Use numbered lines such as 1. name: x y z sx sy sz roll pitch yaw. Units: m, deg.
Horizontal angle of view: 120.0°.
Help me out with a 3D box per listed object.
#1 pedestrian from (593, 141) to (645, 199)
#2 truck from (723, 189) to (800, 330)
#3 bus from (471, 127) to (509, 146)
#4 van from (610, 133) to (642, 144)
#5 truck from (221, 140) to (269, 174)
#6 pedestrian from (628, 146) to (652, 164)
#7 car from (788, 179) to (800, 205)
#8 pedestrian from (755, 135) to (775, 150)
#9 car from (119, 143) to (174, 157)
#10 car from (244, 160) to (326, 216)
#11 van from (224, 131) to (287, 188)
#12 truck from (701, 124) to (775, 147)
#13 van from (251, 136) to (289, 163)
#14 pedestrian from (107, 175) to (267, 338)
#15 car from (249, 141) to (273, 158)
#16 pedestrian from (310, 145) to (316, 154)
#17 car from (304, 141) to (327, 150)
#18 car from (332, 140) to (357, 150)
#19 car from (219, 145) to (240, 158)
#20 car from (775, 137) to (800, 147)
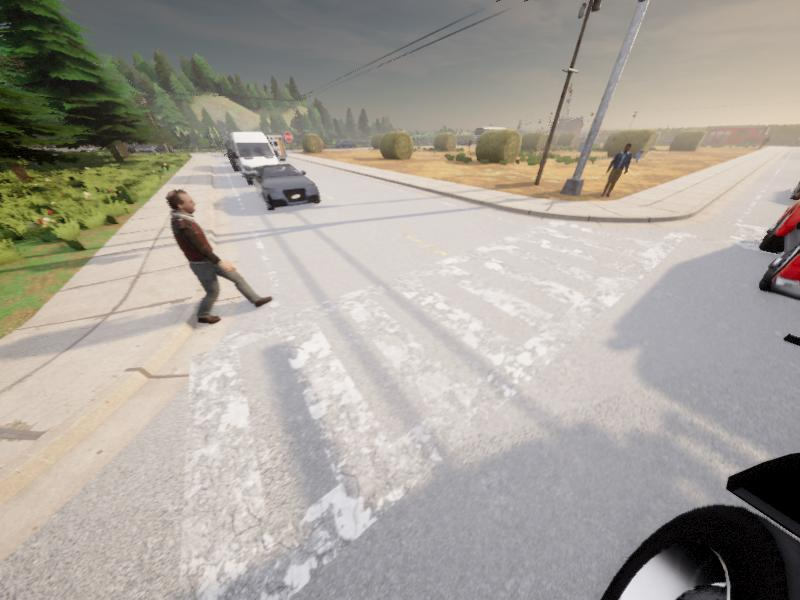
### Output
1. pedestrian: 8.402 -5.006 8.947 0.751 1.860 0.751 22 41 29
2. truck: 8.175 -1.242 3.359 5.204 2.467 2.627 -24 42 -26
3. bus: 26.082 -47.471 66.991 10.273 4.253 3.944 -20 40 -25
4. van: 67.190 -48.000 68.793 1.988 2.561 5.915 -22 40 -27
5. truck: -13.499 -12.498 19.918 2.390 2.098 6.274 -21 40 -27
6. pedestrian: 20.717 -12.529 19.924 0.751 1.300 0.751 -16 38 -21
7. car: 17.609 -4.643 9.050 4.181 1.385 1.994 -23 41 -28
8. pedestrian: 58.283 -25.175 36.901 0.751 1.860 0.751 -19 39 -24
9. car: -38.944 -23.257 35.742 5.238 1.638 1.930 -20 40 -25
10. car: -4.928 -4.880 9.687 1.994 1.385 4.181 -22 40 -27
11. van: -9.116 -8.919 14.431 1.988 2.561 5.915 -22 40 -27
12. truck: 76.219 -37.247 52.418 2.891 3.827 8.468 -22 40 -27
13. van: -15.300 -17.768 27.103 2.351 2.431 6.366 -22 40 -27
14. pedestrian: -2.504 -0.534 3.050 0.751 1.860 0.751 -17 39 -22
15. car: -19.319 -20.973 32.142 1.905 1.878 3.866 -22 40 -27
16. pedestrian: -12.977 -22.468 34.557 0.500 1.100 0.500 -26 42 -31
17. car: -18.029 -32.968 49.383 4.193 1.474 1.816 -20 40 -25
18. car: -12.405 -35.026 52.096 4.856 1.649 2.033 -20 40 -25
19. car: -25.504 -22.206 34.468 1.895 1.301 4.718 -22 41 -27
20. car: 83.863 -33.070 48.321 1.930 1.638 5.238 -12 37 -16
